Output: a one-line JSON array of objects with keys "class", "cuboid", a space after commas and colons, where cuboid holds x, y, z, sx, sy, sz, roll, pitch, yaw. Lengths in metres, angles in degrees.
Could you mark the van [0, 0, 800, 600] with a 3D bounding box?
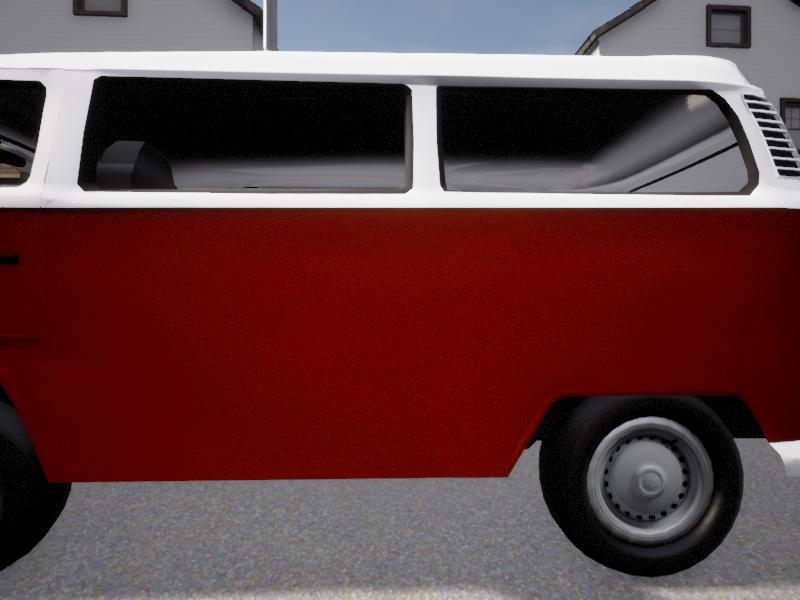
[{"class": "van", "cuboid": [-0.423, -0.028, 2.192, 4.480, 2.038, 2.069, 0, 0, -2]}]
